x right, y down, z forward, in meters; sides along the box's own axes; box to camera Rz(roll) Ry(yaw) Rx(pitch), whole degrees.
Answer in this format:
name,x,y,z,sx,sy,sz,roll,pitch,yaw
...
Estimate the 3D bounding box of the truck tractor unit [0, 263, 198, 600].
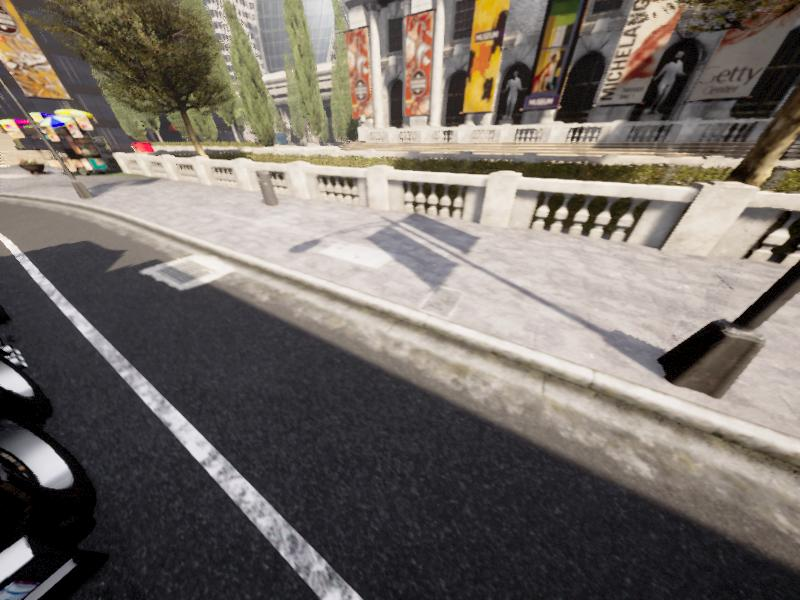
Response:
name,x,y,z,sx,sy,sz,roll,pitch,yaw
truck tractor unit,-5.117,-0.293,0.780,6.516,4.208,3.053,18,39,24
